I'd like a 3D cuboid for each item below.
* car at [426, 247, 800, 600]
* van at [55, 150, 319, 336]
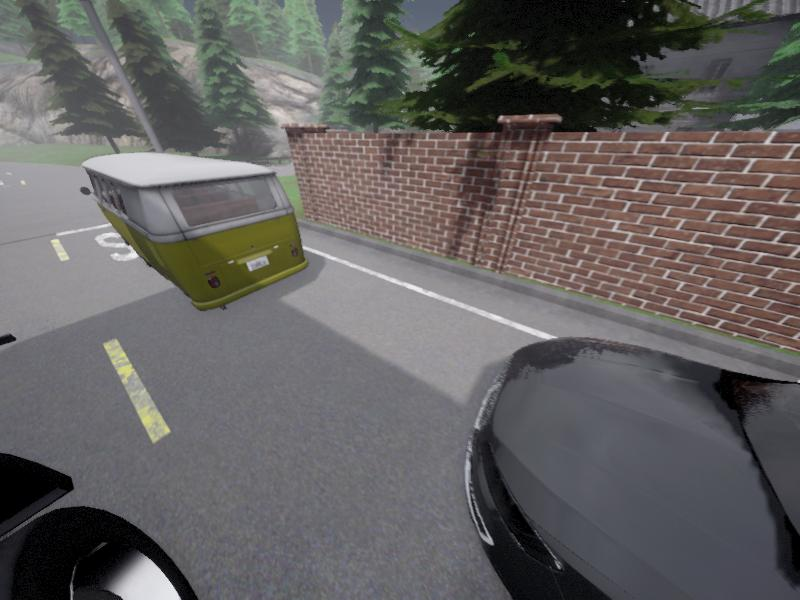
[{"bbox_3d":[2.713,1.412,0.628,4.892,1.490,1.837,22,41,28],"label":"car"},{"bbox_3d":[-3.848,-1.479,4.248,4.442,1.987,1.775,22,41,28],"label":"van"}]
